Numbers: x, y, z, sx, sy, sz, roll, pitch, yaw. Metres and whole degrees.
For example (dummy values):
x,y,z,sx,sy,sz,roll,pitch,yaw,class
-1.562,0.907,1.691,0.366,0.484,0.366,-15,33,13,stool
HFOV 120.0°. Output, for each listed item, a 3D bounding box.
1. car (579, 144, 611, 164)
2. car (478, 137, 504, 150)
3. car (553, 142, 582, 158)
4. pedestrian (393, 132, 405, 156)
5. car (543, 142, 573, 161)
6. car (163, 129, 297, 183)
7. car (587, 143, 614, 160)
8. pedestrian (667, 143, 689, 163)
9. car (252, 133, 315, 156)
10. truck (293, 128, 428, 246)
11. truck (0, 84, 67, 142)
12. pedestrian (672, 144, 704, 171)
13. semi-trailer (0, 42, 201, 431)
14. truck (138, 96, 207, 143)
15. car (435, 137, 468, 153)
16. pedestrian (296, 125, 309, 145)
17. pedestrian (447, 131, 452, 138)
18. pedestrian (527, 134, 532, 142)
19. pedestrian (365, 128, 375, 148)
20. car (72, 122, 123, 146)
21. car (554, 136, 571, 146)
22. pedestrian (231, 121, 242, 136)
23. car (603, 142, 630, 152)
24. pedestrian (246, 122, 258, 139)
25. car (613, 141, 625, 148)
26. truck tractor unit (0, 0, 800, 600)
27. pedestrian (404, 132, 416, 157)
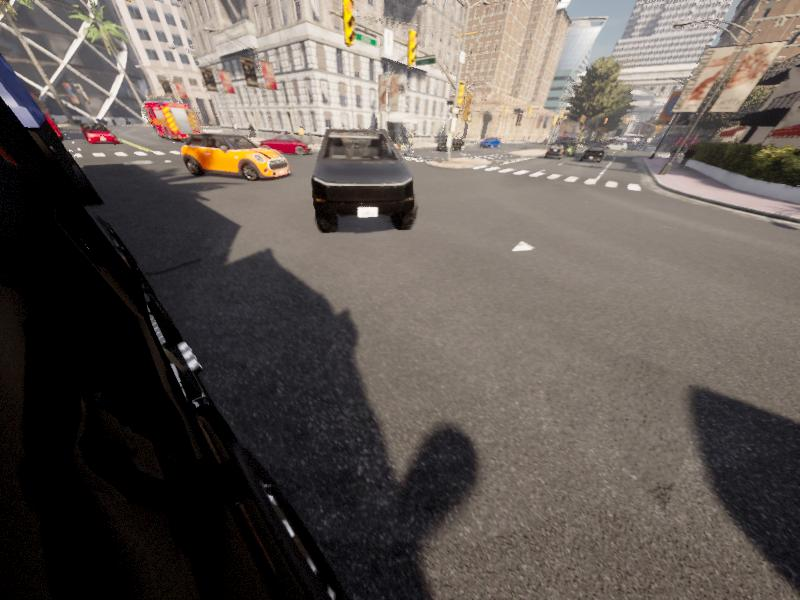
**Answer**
x,y,z,sx,sy,sz,roll,pitch,yaw,class
20.988,-15.728,24.833,1.837,1.490,4.892,28,43,30,car
14.784,-25.523,37.552,1.882,1.535,5.008,28,43,30,car
21.903,-19.673,30.157,2.007,1.525,4.514,28,43,29,car
-0.102,-15.006,22.198,0.751,1.860,0.751,25,42,27,pedestrian
17.980,-16.947,26.231,1.789,1.549,3.705,28,43,30,car
-7.715,-6.856,10.881,4.553,1.767,2.097,10,37,9,car
25.035,-18.585,28.826,1.851,1.617,3.988,28,43,29,car
31.740,-16.824,26.375,0.751,1.860,0.751,28,43,30,pedestrian
-9.757,-13.224,19.654,4.181,1.385,1.994,0,37,-4,car
-1.290,-4.005,7.204,2.390,2.098,6.274,-5,37,-10,truck
-35.397,-17.556,21.809,8.468,3.827,2.891,29,44,31,truck
23.803,-11.807,19.146,0.751,1.860,0.751,26,42,28,pedestrian
-8.699,-3.594,4.242,14.254,4.402,2.717,28,44,30,semi-trailer
-26.497,-20.940,26.905,8.468,3.827,2.891,28,44,30,truck
6.606,-19.817,29.421,1.837,1.490,4.892,28,43,30,car
-11.306,-19.085,26.715,0.751,1.860,0.751,22,41,24,pedestrian
15.570,-52.024,72.597,0.751,1.860,0.751,29,44,31,pedestrian
42.520,-53.261,75.943,0.751,1.860,0.751,28,44,30,pedestrian
-3.412,-18.579,26.531,0.751,1.860,0.751,17,39,18,pedestrian
-27.129,-14.931,20.727,4.514,1.525,2.007,28,44,30,car
43.138,-42.157,61.228,2.150,2.045,5.566,28,43,30,car
-26.495,-27.758,37.404,0.751,1.860,0.751,28,44,30,pedestrian
43.657,-30.990,46.700,3.633,1.501,1.845,27,43,29,car
-21.094,-24.177,32.936,0.751,1.860,0.751,23,41,25,pedestrian
70.165,-49.884,73.873,2.152,1.651,5.027,28,43,30,car
-2.645,-0.295,0.351,6.516,4.208,3.053,28,44,30,truck tractor unit
0.938,-14.768,21.943,0.751,1.860,0.751,30,45,32,pedestrian
